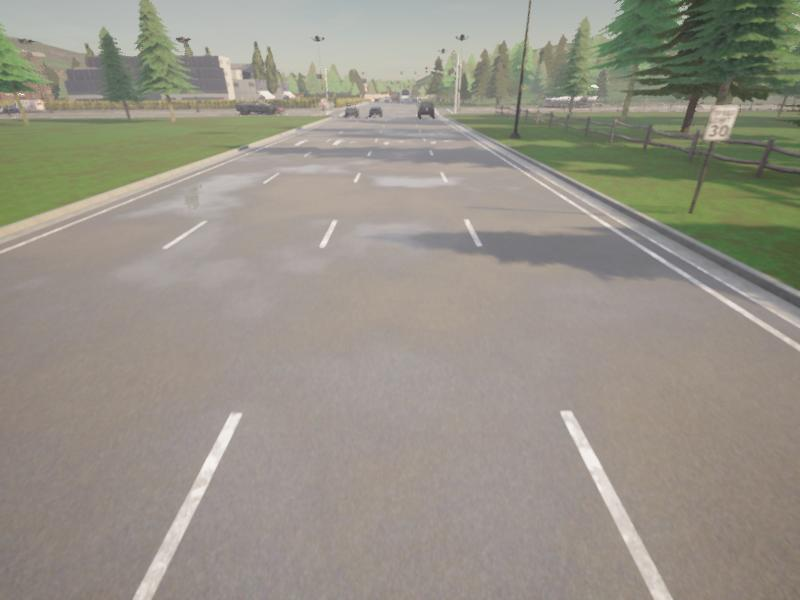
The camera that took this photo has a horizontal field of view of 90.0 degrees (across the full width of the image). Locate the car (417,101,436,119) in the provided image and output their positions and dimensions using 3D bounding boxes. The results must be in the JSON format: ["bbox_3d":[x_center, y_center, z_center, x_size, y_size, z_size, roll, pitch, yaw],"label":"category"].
[{"bbox_3d":[3.537,-26.026,54.692,2.150,2.045,5.566,0,28,0],"label":"car"}]

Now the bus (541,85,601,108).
[{"bbox_3d":[36.007,-43.034,84.652,10.273,4.253,3.944,-1,27,0],"label":"bus"}]

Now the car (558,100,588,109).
[{"bbox_3d":[34.213,-38.629,79.160,4.892,1.490,1.837,-1,27,0],"label":"car"}]

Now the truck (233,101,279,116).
[{"bbox_3d":[-23.405,-31.294,65.305,6.274,2.098,2.390,-1,27,0],"label":"truck"}]

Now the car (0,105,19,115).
[{"bbox_3d":[-78.537,-37.344,78.606,4.974,1.542,2.038,0,27,0],"label":"car"}]

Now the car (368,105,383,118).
[{"bbox_3d":[-3.450,-27.306,57.894,1.837,1.490,4.892,0,28,0],"label":"car"}]

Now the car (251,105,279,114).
[{"bbox_3d":[-24.103,-34.173,71.688,4.181,1.385,1.994,-1,27,0],"label":"car"}]

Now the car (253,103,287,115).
[{"bbox_3d":[-22.255,-32.703,68.533,5.027,1.651,2.152,-1,27,0],"label":"car"}]

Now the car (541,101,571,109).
[{"bbox_3d":[32.011,-40.164,82.280,5.357,1.411,2.033,-1,27,0],"label":"car"}]

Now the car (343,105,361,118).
[{"bbox_3d":[-7.032,-27.719,58.737,2.128,1.511,4.902,-1,27,-1],"label":"car"}]
